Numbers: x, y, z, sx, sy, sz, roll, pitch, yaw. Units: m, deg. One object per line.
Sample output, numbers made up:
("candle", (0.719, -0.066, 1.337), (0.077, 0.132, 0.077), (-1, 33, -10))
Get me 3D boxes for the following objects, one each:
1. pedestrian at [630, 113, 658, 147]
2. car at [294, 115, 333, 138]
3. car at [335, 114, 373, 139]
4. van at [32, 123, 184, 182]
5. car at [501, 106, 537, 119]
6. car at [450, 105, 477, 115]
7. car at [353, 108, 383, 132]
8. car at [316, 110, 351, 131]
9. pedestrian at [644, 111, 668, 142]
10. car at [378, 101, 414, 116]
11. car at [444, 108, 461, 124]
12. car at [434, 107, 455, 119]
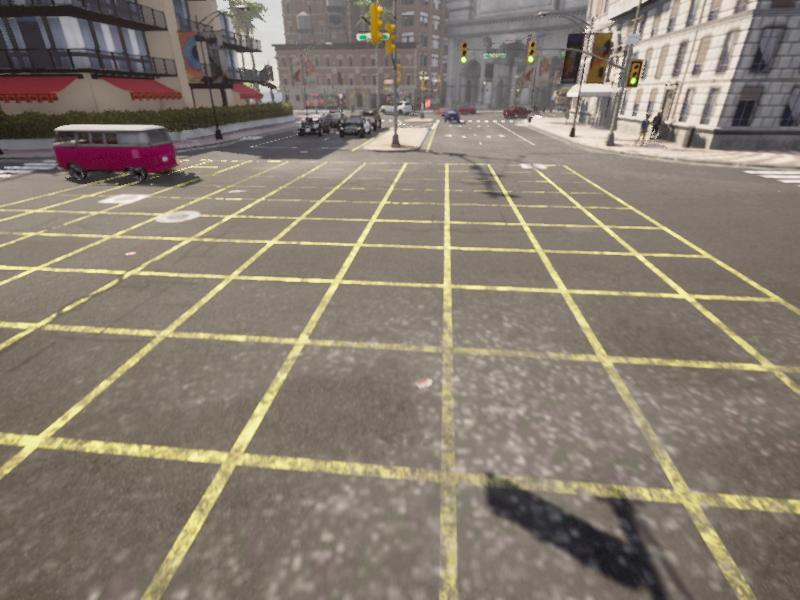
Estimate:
("pedestrian", (14.708, -10.259, 24.118), (0.751, 1.860, 0.751), (-2, 27, -5))
("car", (-7.069, -14.379, 33.002), (1.970, 1.475, 3.806), (3, 27, 5))
("car", (-3.612, -14.158, 32.502), (2.038, 1.542, 4.974), (3, 27, 5))
("van", (-11.509, -5.939, 16.031), (4.442, 1.987, 1.775), (2, 27, 5))
("car", (17.029, -26.927, 57.282), (5.008, 1.535, 1.882), (-16, 31, -28))
("car", (10.462, -31.439, 66.138), (4.193, 1.474, 1.816), (3, 27, 6))
("car", (-2.951, -17.154, 37.950), (1.932, 1.855, 4.605), (3, 27, 5))
("car", (-6.367, -17.494, 38.880), (1.930, 1.638, 5.238), (3, 27, 5))
("pedestrian", (17.255, -11.729, 26.972), (0.751, 1.860, 0.751), (6, 28, 12))
("car", (-0.735, -31.253, 65.202), (5.566, 2.045, 2.150), (17, 32, 29))
("car", (6.339, -22.339, 48.487), (1.812, 1.442, 4.674), (3, 27, 5))
("car", (6.435, -27.245, 58.194), (1.895, 1.301, 4.718), (-3, 27, -6))
